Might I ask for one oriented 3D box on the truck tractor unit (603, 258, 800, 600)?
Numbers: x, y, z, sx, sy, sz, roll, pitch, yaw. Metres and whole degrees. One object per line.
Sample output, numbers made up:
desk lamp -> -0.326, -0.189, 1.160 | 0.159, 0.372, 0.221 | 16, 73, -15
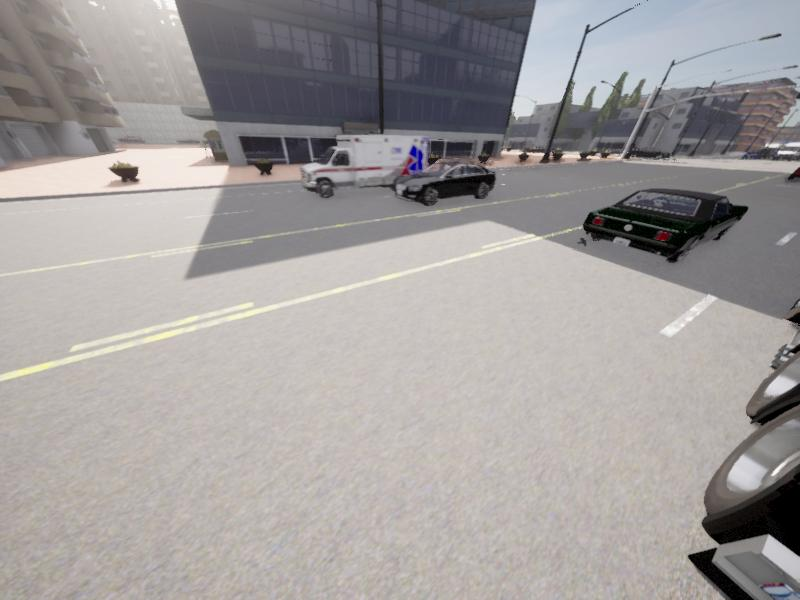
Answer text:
truck tractor unit -> 5.100, -0.311, 0.799 | 6.516, 4.208, 3.053 | -19, 39, -25

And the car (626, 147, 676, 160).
car -> 39.850, -23.394, 36.835 | 1.882, 1.535, 5.008 | -19, 40, -26

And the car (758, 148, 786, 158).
car -> 77.474, -30.587, 48.080 | 5.008, 1.535, 1.882 | -17, 39, -23

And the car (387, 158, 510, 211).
car -> 2.133, -5.305, 10.321 | 4.902, 1.511, 2.128 | -17, 39, -23

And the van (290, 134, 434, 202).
van -> -1.671, -6.781, 11.610 | 6.366, 2.431, 2.351 | -17, 39, -23

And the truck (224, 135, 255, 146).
truck -> -41.910, -41.710, 60.494 | 6.274, 2.098, 2.390 | -15, 38, -23

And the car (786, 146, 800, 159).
car -> 79.428, -29.117, 45.533 | 5.566, 2.045, 2.150 | -17, 39, -23

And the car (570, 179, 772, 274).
car -> 7.084, -2.188, 6.073 | 4.718, 1.301, 1.895 | -17, 39, -23

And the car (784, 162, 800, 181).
car -> 30.113, -9.405, 16.490 | 4.193, 1.474, 1.816 | -17, 38, -23

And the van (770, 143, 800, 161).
van -> 67.303, -25.575, 39.865 | 5.915, 2.561, 1.988 | -17, 38, -24

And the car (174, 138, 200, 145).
car -> -56.150, -41.895, 61.025 | 4.718, 1.301, 1.895 | -15, 38, -23
